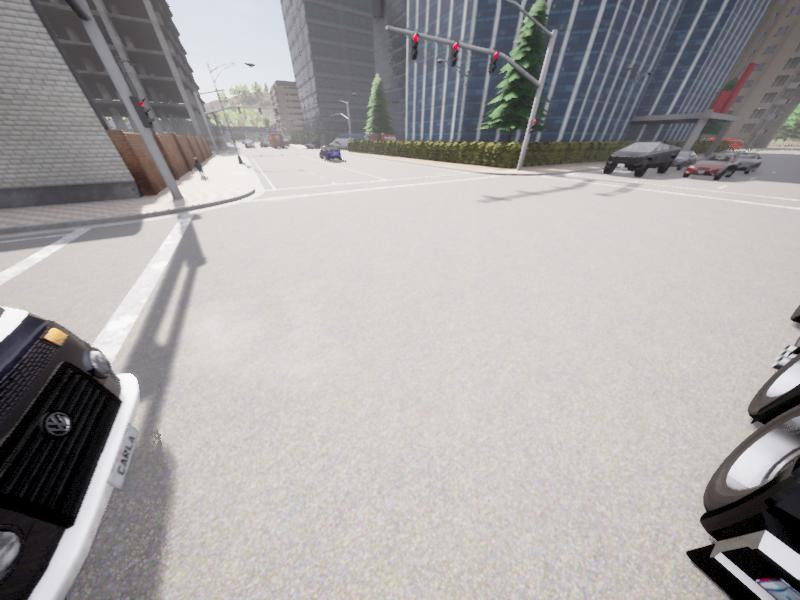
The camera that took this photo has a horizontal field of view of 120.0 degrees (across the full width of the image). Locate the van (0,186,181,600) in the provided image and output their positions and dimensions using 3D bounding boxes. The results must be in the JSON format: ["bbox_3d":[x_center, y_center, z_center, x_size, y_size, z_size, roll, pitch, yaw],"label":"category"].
[{"bbox_3d":[-3.832,1.297,0.331,4.480,2.038,2.069,-19,39,-26],"label":"van"}]

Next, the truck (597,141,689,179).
[{"bbox_3d":[18.538,-10.815,17.635,6.274,2.098,2.390,-18,39,-24],"label":"truck"}]

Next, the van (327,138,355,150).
[{"bbox_3d":[-14.854,-39.576,58.520,6.366,2.431,2.351,-19,39,-25],"label":"van"}]

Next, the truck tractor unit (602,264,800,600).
[{"bbox_3d":[5.112,-0.299,0.788,6.516,4.208,3.053,-18,39,-24],"label":"truck tractor unit"}]

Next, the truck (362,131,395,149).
[{"bbox_3d":[-5.639,-43.244,62.566,8.468,3.827,2.891,-19,39,-25],"label":"truck"}]

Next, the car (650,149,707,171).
[{"bbox_3d":[25.350,-12.788,21.039,4.674,1.442,1.812,-18,39,-24],"label":"car"}]

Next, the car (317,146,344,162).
[{"bbox_3d":[-8.946,-18.778,29.575,2.007,1.525,4.514,-18,39,-24],"label":"car"}]

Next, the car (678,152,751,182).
[{"bbox_3d":[21.841,-9.332,16.063,4.193,1.474,1.816,-18,39,-24],"label":"car"}]

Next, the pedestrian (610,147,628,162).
[{"bbox_3d":[24.519,-16.294,25.870,0.751,1.300,0.751,-17,38,-23],"label":"pedestrian"}]

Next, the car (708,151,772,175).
[{"bbox_3d":[27.903,-11.289,18.965,4.181,1.385,1.994,-19,39,-25],"label":"car"}]
